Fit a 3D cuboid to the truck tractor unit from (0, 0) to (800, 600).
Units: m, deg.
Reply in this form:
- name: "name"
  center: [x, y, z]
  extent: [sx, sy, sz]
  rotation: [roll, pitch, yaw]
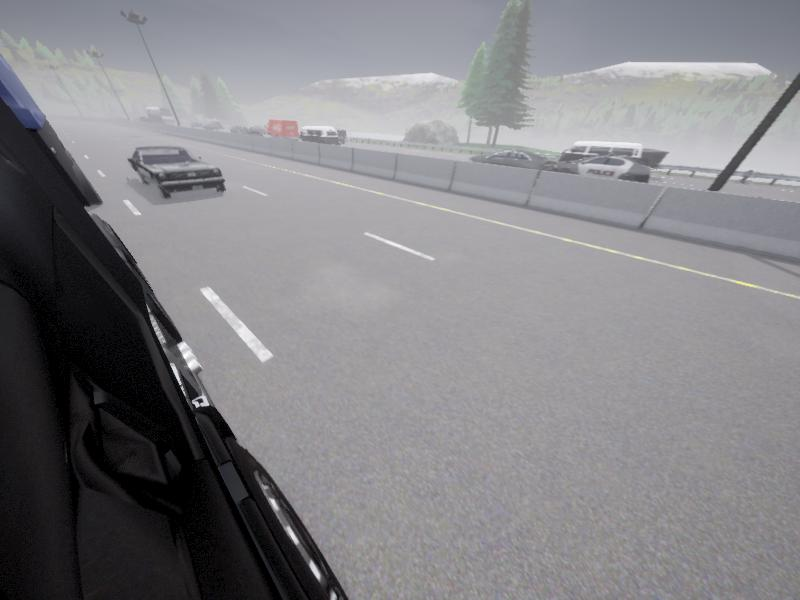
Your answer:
- name: "truck tractor unit"
  center: [-2.645, -0.295, 0.352]
  extent: [6.516, 4.208, 3.053]
  rotation: [28, 44, 30]

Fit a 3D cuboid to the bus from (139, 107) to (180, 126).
- name: "bus"
  center: [-72.533, -55.410, 69.715]
  extent: [10.273, 4.253, 3.944]
  rotation: [21, 40, 22]

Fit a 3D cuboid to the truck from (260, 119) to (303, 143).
- name: "truck"
  center: [-16.201, -23.158, 31.667]
  extent: [5.204, 2.467, 2.627]
  rotation: [28, 43, 30]

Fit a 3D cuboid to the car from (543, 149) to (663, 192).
- name: "car"
  center: [11.744, -7.860, 13.776]
  extent: [4.974, 1.542, 2.038]
  rotation: [28, 43, 30]

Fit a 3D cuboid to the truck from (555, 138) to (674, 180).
- name: "truck"
  center: [16.237, -11.141, 18.030]
  extent: [6.274, 2.098, 2.390]
  rotation: [28, 43, 30]

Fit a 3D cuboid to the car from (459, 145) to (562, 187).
- name: "car"
  center: [6.305, -8.027, 13.648]
  extent: [4.902, 1.511, 2.128]
  rotation: [28, 43, 30]

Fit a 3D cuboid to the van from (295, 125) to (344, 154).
- name: "van"
  center: [-7.926, -15.842, 22.748]
  extent: [4.480, 2.038, 2.069]
  rotation: [28, 43, 30]

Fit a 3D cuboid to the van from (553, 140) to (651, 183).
- name: "van"
  center: [13.736, -9.729, 16.005]
  extent: [4.480, 2.038, 2.069]
  rotation: [28, 43, 30]

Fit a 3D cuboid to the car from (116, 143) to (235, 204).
- name: "car"
  center: [-8.422, -4.899, 8.609]
  extent: [4.718, 1.301, 1.895]
  rotation: [28, 43, 30]

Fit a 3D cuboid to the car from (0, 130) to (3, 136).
- name: "car"
  center: [-41.181, -17.177, 22.388]
  extent: [3.866, 1.878, 1.905]
  rotation: [28, 43, 30]

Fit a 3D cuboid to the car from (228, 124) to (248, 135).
- name: "car"
  center: [-31.696, -33.325, 45.126]
  extent: [1.816, 1.474, 4.193]
  rotation: [-28, 46, -35]

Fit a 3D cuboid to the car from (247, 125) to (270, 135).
- name: "car"
  center: [-29.282, -35.192, 47.756]
  extent: [4.974, 1.542, 2.038]
  rotation: [28, 43, 30]

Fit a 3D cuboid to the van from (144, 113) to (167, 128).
- name: "van"
  center: [-58.981, -43.313, 55.769]
  extent: [5.915, 2.561, 1.988]
  rotation: [28, 43, 30]

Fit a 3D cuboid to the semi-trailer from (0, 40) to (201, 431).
- name: "semi-trailer"
  center: [-8.698, -3.605, 4.229]
  extent: [14.254, 4.402, 2.717]
  rotation: [28, 43, 30]

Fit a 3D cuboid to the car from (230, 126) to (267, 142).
- name: "car"
  center: [-20.387, -22.269, 30.991]
  extent: [4.902, 1.511, 2.128]
  rotation: [28, 43, 30]

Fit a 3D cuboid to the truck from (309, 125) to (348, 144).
- name: "truck"
  center: [-11.065, -25.712, 35.770]
  extent: [6.274, 2.098, 2.390]
  rotation: [28, 43, 30]
